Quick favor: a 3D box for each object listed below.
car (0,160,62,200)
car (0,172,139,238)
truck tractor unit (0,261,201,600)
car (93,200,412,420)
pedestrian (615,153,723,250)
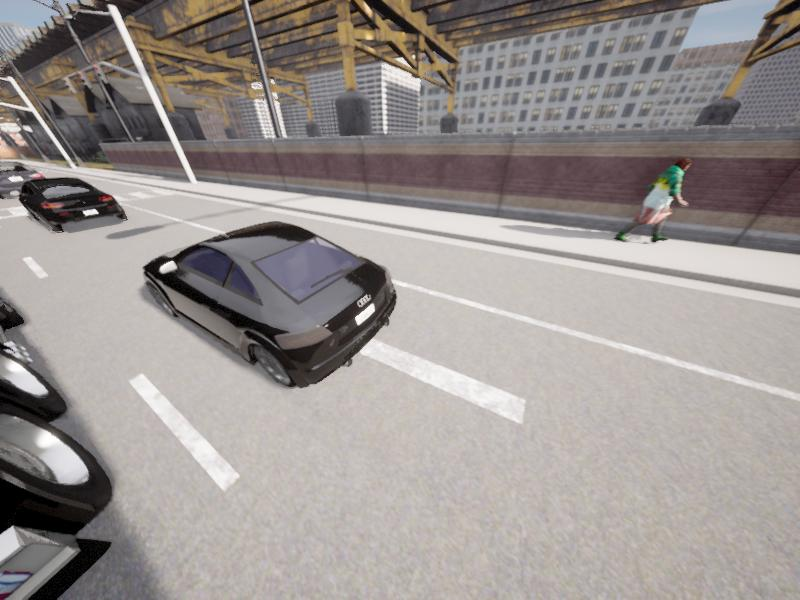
[{"bbox_3d":[-22.875,-7.190,13.605,4.611,1.667,2.242,18,39,25],"label":"car"},{"bbox_3d":[-12.043,-3.622,8.380,4.674,1.442,1.812,18,39,25],"label":"car"},{"bbox_3d":[-5.175,-0.222,0.773,6.516,4.208,3.053,17,43,25],"label":"truck tractor unit"},{"bbox_3d":[-2.137,-0.416,3.565,4.181,1.385,1.994,18,39,25],"label":"car"},{"bbox_3d":[5.872,-2.211,5.241,0.751,1.860,0.751,18,39,25],"label":"pedestrian"}]
